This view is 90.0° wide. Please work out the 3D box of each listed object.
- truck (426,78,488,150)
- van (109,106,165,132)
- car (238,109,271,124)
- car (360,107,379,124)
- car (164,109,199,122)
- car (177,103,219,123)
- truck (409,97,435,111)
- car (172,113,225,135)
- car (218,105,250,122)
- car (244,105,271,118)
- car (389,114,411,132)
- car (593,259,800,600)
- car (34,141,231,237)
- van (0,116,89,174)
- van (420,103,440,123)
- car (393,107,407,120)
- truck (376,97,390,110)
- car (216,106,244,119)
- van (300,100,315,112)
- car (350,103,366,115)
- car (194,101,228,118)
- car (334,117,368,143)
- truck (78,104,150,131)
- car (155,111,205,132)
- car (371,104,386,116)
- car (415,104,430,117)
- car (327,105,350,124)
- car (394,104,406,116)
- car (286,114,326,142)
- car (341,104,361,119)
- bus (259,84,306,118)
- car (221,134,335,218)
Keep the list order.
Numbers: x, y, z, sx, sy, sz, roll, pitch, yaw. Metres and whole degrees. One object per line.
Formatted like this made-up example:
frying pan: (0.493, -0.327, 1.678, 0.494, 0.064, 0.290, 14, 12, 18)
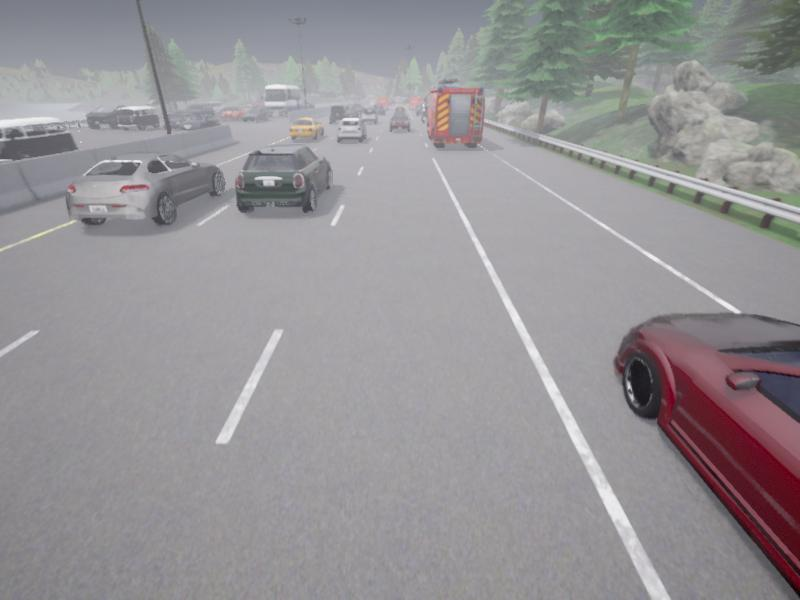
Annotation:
truck: (3.506, -12.663, 27.022, 2.891, 3.827, 8.468, 0, 27, 0)
van: (-24.503, -17.031, 37.524, 2.069, 2.038, 4.480, 0, 27, 0)
car: (-17.506, -22.325, 48.490, 2.033, 1.411, 5.357, 0, 27, 0)
car: (-3.503, -21.568, 46.755, 1.851, 1.617, 3.988, 0, 27, 0)
car: (-28.005, -23.792, 51.471, 1.895, 1.301, 4.718, 0, 27, 0)
car: (-24.505, -22.885, 48.878, 2.150, 2.045, 5.566, 0, 27, 0)
truck: (4.575, -40.501, 82.559, 2.627, 2.467, 5.204, 21, 34, 35)
car: (-17.501, -15.461, 35.033, 2.128, 1.511, 4.902, 0, 27, 0)
car: (-21.006, -23.737, 50.802, 2.097, 1.767, 4.553, 0, 27, 0)
car: (-21.001, -27.928, 59.195, 2.152, 1.651, 5.027, 0, 27, 0)
car: (-0.001, -16.588, 37.417, 1.895, 1.301, 4.718, 0, 27, 0)
car: (3.512, 1.130, 2.920, 1.994, 1.385, 4.181, -1, 27, -2)
car: (-6.996, -3.383, 11.428, 2.152, 1.651, 5.027, 0, 27, 0)
van: (-17.499, -7.345, 18.689, 2.069, 2.038, 4.480, 0, 27, 0)
van: (3.495, -22.452, 47.983, 2.069, 2.038, 4.480, 0, 27, 0)
car: (-0.004, -24.551, 52.626, 1.845, 1.501, 3.633, 0, 27, 0)
truck: (-3.553, -41.652, 84.814, 2.627, 2.467, 5.204, 0, 27, 0)
car: (-24.506, -27.193, 57.842, 2.007, 1.525, 4.514, 0, 28, 0)
van: (-17.522, -36.801, 75.956, 1.775, 1.987, 4.442, 0, 27, 0)
car: (-7.009, -32.107, 67.187, 2.033, 1.649, 4.856, 0, 27, 0)
car: (-28.007, -28.365, 59.540, 2.150, 2.045, 5.566, 0, 27, 0)
car: (-3.498, -12.541, 29.366, 1.970, 1.475, 3.806, 0, 27, 0)
truck: (-28.002, -18.125, 39.588, 2.390, 2.098, 6.274, 0, 27, 0)
car: (-21.002, -17.235, 38.463, 2.038, 1.542, 4.974, 0, 27, 0)
car: (-3.509, -31.314, 65.761, 2.242, 1.667, 4.611, 0, 27, 0)
car: (3.492, -29.780, 62.777, 2.038, 1.542, 4.974, 0, 27, 0)
car: (-7.003, -21.342, 46.014, 1.905, 1.878, 3.866, 0, 27, 0)
car: (-0.008, -30.213, 63.614, 1.882, 1.535, 5.008, 0, 27, 0)
car: (-6.999, -13.106, 30.359, 1.801, 1.575, 5.366, 0, 27, 0)
car: (-7.007, -27.070, 57.383, 2.242, 1.667, 4.611, 0, 27, 0)
bus: (-17.388, -30.033, 60.331, 3.944, 4.253, 10.273, 0, 27, 0)
car: (-3.496, -4.076, 12.579, 2.097, 1.767, 4.553, 0, 27, 0)
